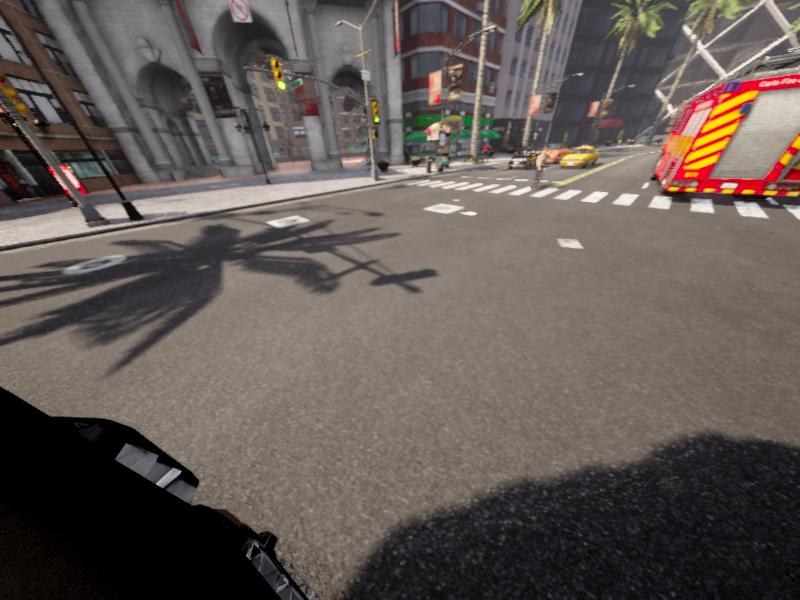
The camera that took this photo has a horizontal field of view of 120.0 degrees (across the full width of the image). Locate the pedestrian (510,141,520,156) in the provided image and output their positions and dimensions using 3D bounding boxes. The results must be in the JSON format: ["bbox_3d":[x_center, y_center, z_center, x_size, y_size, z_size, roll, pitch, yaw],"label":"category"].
[{"bbox_3d":[17.342,-22.889,34.902,0.751,1.860,0.751,-29,41,-33],"label":"pedestrian"}]

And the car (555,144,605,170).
[{"bbox_3d":[15.388,-12.227,19.634,5.366,1.575,1.801,-30,42,-34],"label":"car"}]

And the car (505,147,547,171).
[{"bbox_3d":[11.150,-12.509,20.421,3.705,1.549,1.789,-30,42,-34],"label":"car"}]

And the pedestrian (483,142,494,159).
[{"bbox_3d":[11.784,-19.881,30.834,0.751,1.860,0.751,-27,40,-31],"label":"pedestrian"}]

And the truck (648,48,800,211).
[{"bbox_3d":[13.398,-6.709,9.490,2.891,3.827,8.468,22,41,33],"label":"truck"}]

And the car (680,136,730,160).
[{"bbox_3d":[28.460,-14.275,21.621,5.027,1.651,2.152,-29,41,-33],"label":"car"}]

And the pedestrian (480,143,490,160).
[{"bbox_3d":[11.182,-19.513,30.331,0.751,1.860,0.751,24,42,34],"label":"pedestrian"}]

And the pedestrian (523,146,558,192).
[{"bbox_3d":[6.806,-6.400,11.284,0.751,1.860,0.751,-13,35,-14],"label":"pedestrian"}]

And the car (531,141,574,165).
[{"bbox_3d":[15.781,-15.240,23.930,4.553,1.767,2.097,-30,42,-34],"label":"car"}]

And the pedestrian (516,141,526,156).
[{"bbox_3d":[18.278,-22.928,34.886,0.751,1.860,0.751,-29,42,-34],"label":"pedestrian"}]
